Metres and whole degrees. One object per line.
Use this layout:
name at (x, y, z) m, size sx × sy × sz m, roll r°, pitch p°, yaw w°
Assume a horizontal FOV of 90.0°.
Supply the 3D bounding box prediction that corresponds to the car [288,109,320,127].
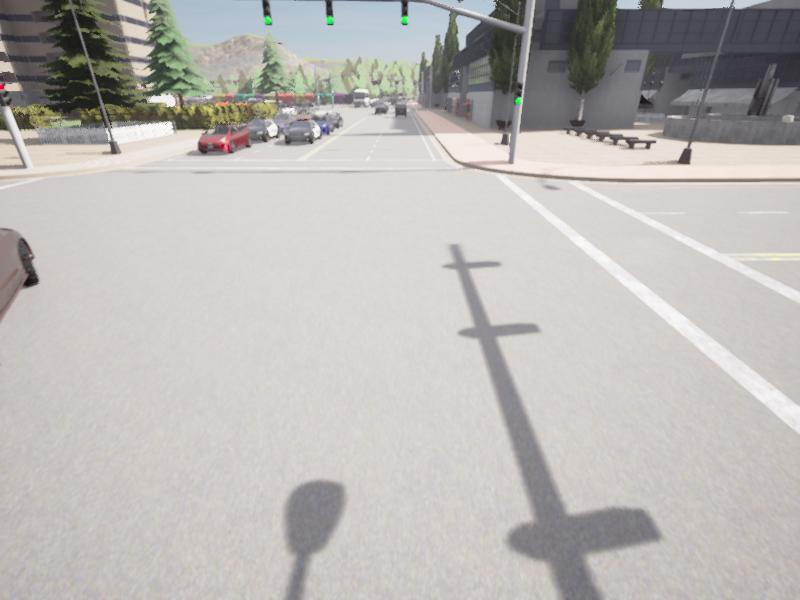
car at (-10.396, -19.906, 43.672) m, size 2.242 × 1.667 × 4.611 m, roll 0°, pitch 27°, yaw 0°

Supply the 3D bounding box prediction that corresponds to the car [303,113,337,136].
car at (-6.918, -15.388, 35.003) m, size 2.007 × 1.525 × 4.514 m, roll 0°, pitch 27°, yaw 0°

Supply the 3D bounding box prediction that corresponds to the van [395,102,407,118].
van at (0.147, -28.943, 60.900) m, size 1.775 × 1.987 × 4.442 m, roll 0°, pitch 27°, yaw 0°

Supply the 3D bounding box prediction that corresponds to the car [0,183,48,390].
car at (-6.539, -0.126, 5.139) m, size 2.152 × 1.651 × 5.027 m, roll -16°, pitch 31°, yaw -28°

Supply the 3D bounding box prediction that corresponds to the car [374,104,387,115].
car at (-3.330, -33.243, 69.680) m, size 1.930 × 1.638 × 5.238 m, roll 0°, pitch 27°, yaw 0°

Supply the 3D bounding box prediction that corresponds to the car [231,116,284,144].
car at (-10.432, -12.687, 29.746) m, size 2.038 × 1.542 × 4.974 m, roll 0°, pitch 27°, yaw 0°

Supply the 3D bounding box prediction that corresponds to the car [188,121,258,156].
car at (-10.509, -9.839, 24.199) m, size 2.007 × 1.525 × 4.514 m, roll 1°, pitch 27°, yaw 2°

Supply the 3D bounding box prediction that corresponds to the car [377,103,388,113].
car at (-3.333, -36.979, 76.958) m, size 2.033 × 1.649 × 4.856 m, roll 0°, pitch 27°, yaw 0°

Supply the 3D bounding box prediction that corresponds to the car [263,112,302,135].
car at (-10.415, -15.905, 35.914) m, size 2.033 × 1.649 × 4.856 m, roll 0°, pitch 27°, yaw 0°

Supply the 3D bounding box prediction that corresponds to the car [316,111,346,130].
car at (-6.904, -18.289, 40.676) m, size 2.128 × 1.511 × 4.902 m, roll 0°, pitch 27°, yaw 0°

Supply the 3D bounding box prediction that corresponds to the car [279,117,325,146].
car at (-6.934, -12.203, 28.789) m, size 2.038 × 1.542 × 4.974 m, roll 0°, pitch 27°, yaw 0°
